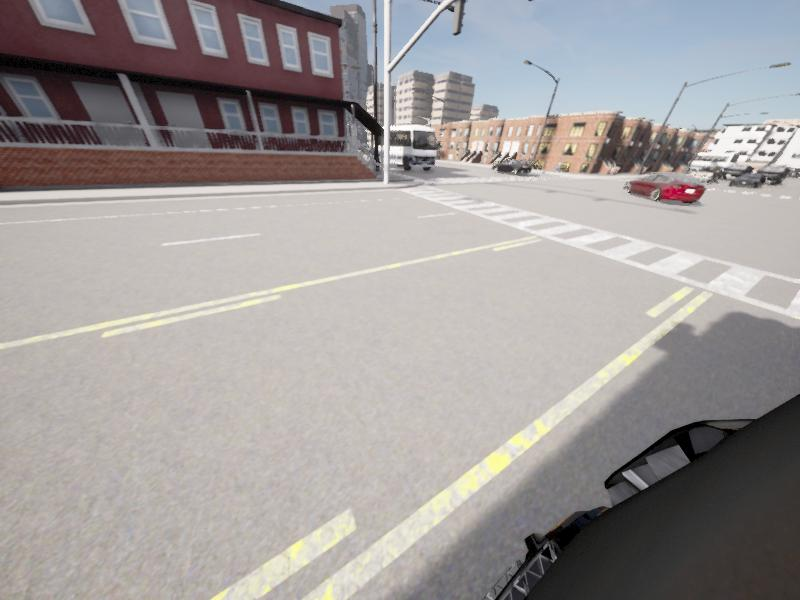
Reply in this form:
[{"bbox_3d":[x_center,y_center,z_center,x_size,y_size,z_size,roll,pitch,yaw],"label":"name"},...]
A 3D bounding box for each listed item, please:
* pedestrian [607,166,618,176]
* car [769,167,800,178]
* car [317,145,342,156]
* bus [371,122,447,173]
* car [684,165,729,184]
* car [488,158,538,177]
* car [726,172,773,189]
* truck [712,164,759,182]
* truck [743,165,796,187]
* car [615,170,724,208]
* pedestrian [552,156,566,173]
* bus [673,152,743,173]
[{"bbox_3d":[28.245,-17.154,30.672,0.500,1.100,0.500,-14,37,-24],"label":"pedestrian"},{"bbox_3d":[88.400,-29.016,52.620,1.905,1.878,3.866,6,34,6],"label":"car"},{"bbox_3d":[-17.107,-36.651,56.501,5.566,2.045,2.150,-5,34,-12],"label":"car"},{"bbox_3d":[0.477,-18.346,27.897,3.944,4.253,10.273,-16,38,-26],"label":"bus"},{"bbox_3d":[37.424,-15.342,28.207,4.605,1.855,1.932,-16,38,-26],"label":"car"},{"bbox_3d":[13.207,-15.764,27.408,2.128,1.511,4.902,-14,37,-24],"label":"car"},{"bbox_3d":[38.974,-13.345,25.763,4.181,1.385,1.994,-16,38,-26],"label":"car"},{"bbox_3d":[49.915,-18.949,34.375,6.274,2.098,2.390,-16,38,-26],"label":"truck"},{"bbox_3d":[48.364,-16.290,30.239,6.274,2.098,2.390,-16,38,-26],"label":"truck"},{"bbox_3d":[16.890,-7.344,14.972,2.163,1.488,4.792,9,34,9],"label":"car"},{"bbox_3d":[21.625,-18.422,31.407,0.751,1.860,0.751,-18,39,-28],"label":"pedestrian"},{"bbox_3d":[84.400,-38.045,63.813,3.944,4.253,10.273,-7,35,-15],"label":"bus"}]
